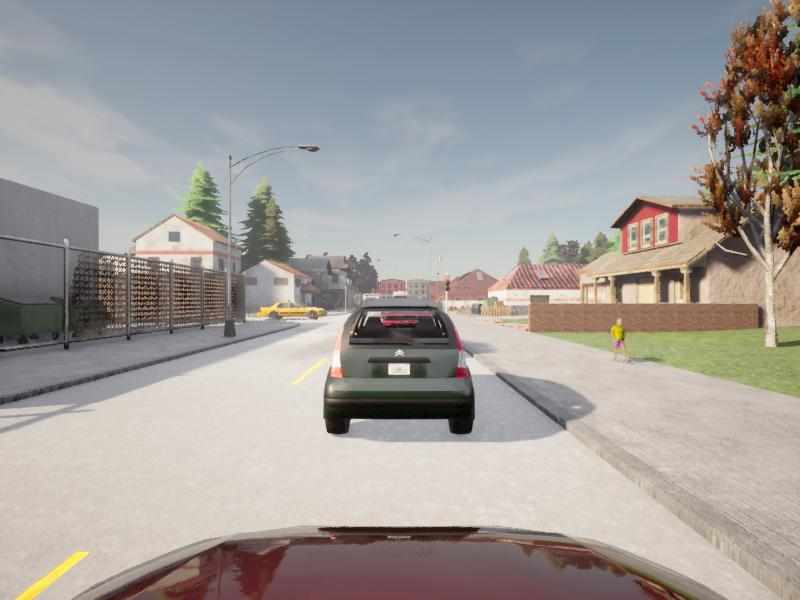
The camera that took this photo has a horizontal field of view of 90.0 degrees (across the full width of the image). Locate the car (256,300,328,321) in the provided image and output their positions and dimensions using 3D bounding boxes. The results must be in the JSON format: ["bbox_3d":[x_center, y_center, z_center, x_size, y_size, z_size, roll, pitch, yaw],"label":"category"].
[{"bbox_3d":[-8.598,0.802,32.166,5.366,1.575,1.801,0,0,-5],"label":"car"}]

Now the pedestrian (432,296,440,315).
[{"bbox_3d":[3.537,0.533,39.344,0.751,1.860,0.751,0,0,7],"label":"pedestrian"}]

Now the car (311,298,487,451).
[{"bbox_3d":[-0.005,0.788,6.219,1.851,1.617,3.988,0,0,0],"label":"car"}]

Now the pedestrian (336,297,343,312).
[{"bbox_3d":[-7.493,0.534,49.673,0.751,1.860,0.751,0,0,-11],"label":"pedestrian"}]

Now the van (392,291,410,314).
[{"bbox_3d":[0.062,0.322,47.996,1.988,2.561,5.915,0,0,0],"label":"van"}]

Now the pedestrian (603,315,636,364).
[{"bbox_3d":[5.175,0.913,9.442,0.500,1.100,0.500,0,0,0],"label":"pedestrian"}]

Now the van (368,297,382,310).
[{"bbox_3d":[-4.048,0.570,65.642,2.069,2.038,4.480,0,0,0],"label":"van"}]

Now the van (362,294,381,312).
[{"bbox_3d":[-4.044,0.377,57.411,2.351,2.431,6.366,0,0,0],"label":"van"}]

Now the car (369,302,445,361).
[{"bbox_3d":[0.127,0.828,12.723,2.007,1.525,4.514,0,0,-2],"label":"car"}]
